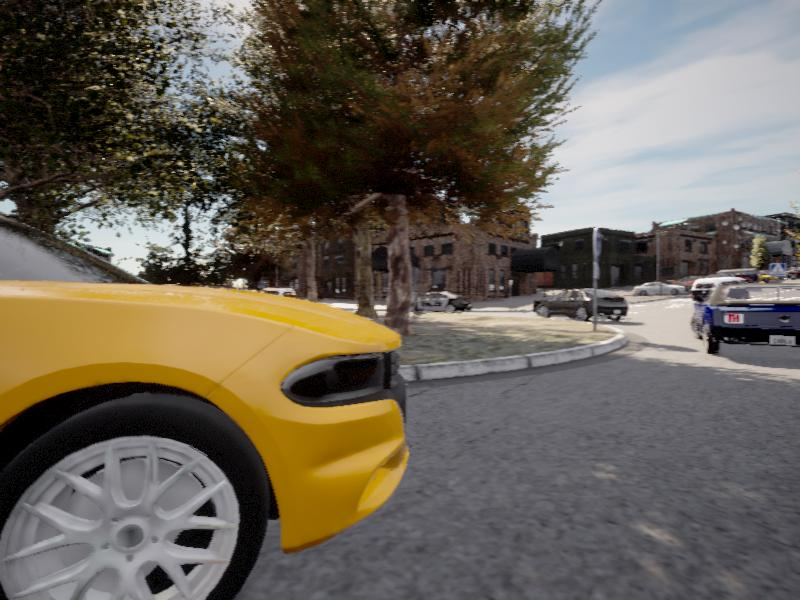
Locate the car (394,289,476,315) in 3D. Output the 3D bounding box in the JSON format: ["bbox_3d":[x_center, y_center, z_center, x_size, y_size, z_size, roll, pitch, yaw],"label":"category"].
[{"bbox_3d":[2.344,0.143,27.326,5.238,1.638,1.930,0,0,29],"label":"car"}]

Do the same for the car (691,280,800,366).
[{"bbox_3d":[7.203,0.341,8.106,1.895,1.301,4.718,0,0,33],"label":"car"}]

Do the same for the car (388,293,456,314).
[{"bbox_3d":[1.665,0.214,30.828,4.892,1.490,1.837,1,0,23],"label":"car"}]

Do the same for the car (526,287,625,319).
[{"bbox_3d":[10.035,0.156,23.374,1.930,1.638,5.238,0,0,-27],"label":"car"}]

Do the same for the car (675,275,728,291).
[{"bbox_3d":[35.546,-1.943,47.260,4.792,1.488,2.163,-3,2,42],"label":"car"}]

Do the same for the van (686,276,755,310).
[{"bbox_3d":[22.120,-0.527,27.606,4.480,2.038,2.069,-4,2,-28],"label":"van"}]

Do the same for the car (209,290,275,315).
[{"bbox_3d":[-10.775,0.145,27.305,3.988,1.617,1.851,0,0,-29],"label":"car"}]

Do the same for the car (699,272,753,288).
[{"bbox_3d":[40.737,-2.452,50.046,5.008,1.535,2.097,-3,2,42],"label":"car"}]

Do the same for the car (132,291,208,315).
[{"bbox_3d":[-15.574,0.205,27.181,4.193,1.474,1.816,0,0,-42],"label":"car"}]

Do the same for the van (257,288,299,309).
[{"bbox_3d":[-12.431,-0.197,40.622,4.480,2.038,2.069,2,1,44],"label":"van"}]

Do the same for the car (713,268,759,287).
[{"bbox_3d":[43.216,-2.911,51.504,4.442,1.987,1.878,-3,2,42],"label":"car"}]

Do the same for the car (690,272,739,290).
[{"bbox_3d":[38.164,-2.339,48.614,4.553,1.767,2.185,-3,2,42],"label":"car"}]

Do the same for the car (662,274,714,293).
[{"bbox_3d":[32.993,-1.860,45.813,4.553,1.767,2.185,-3,2,42],"label":"car"}]

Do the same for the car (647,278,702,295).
[{"bbox_3d":[30.424,-1.466,44.421,4.792,1.488,2.163,-3,2,42],"label":"car"}]

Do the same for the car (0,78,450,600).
[{"bbox_3d":[-2.462,0.216,1.754,5.008,1.535,1.882,0,0,-8],"label":"car"}]

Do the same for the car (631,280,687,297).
[{"bbox_3d":[27.817,-1.215,43.036,4.674,1.452,2.002,-3,2,41],"label":"car"}]

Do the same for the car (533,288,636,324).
[{"bbox_3d":[8.573,0.233,19.186,1.837,1.490,4.892,0,0,-14],"label":"car"}]
